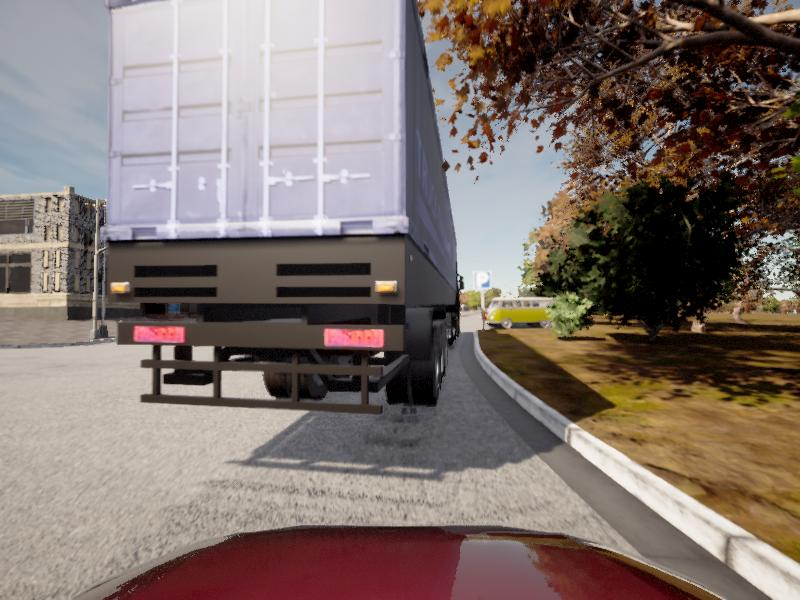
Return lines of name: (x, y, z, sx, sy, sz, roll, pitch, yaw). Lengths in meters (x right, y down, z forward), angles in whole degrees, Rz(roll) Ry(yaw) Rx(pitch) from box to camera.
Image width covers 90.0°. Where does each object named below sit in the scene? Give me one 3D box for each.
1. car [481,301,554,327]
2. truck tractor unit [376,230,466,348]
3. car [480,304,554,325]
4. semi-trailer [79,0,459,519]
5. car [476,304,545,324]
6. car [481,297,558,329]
car: (8.400, 0.981, 28.919, 4.553, 1.767, 2.185, 0, -1, -8)
truck tractor unit: (1.253, -0.324, 17.841, 3.053, 4.208, 6.516, -2, -1, 11)
car: (9.247, 1.148, 31.838, 5.366, 1.575, 1.946, 0, -1, -7)
semi-trailer: (-0.045, -0.562, 10.041, 2.717, 4.402, 14.254, 0, -1, 9)
car: (9.525, 1.194, 34.676, 5.366, 1.575, 1.946, 0, -1, -7)
car: (7.709, 0.836, 26.008, 4.442, 1.987, 1.878, 0, -1, -8)
